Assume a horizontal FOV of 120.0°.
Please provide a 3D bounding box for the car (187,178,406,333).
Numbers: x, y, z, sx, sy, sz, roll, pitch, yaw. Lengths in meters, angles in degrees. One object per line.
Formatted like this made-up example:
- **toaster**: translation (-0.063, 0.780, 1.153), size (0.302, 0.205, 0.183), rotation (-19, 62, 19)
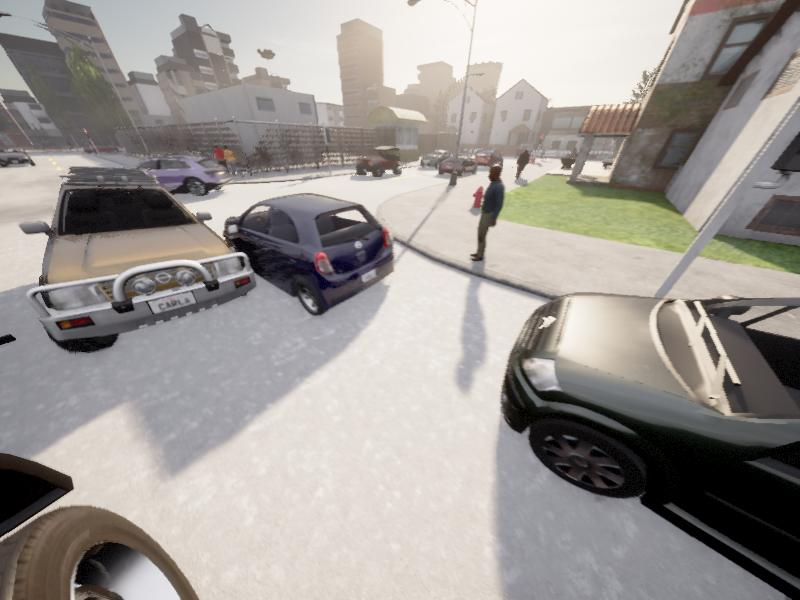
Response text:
- **car**: translation (-1.916, -1.197, 4.365), size (3.633, 1.501, 1.845), rotation (24, 41, 30)

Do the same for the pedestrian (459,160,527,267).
- **pedestrian**: translation (1.745, -1.692, 4.632), size (0.751, 1.860, 0.751), rotation (5, 35, 6)

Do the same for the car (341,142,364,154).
- **car**: translation (-9.000, -29.165, 44.264), size (1.905, 1.878, 3.866), rotation (24, 41, 30)

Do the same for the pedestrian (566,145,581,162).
- **pedestrian**: translation (23.512, -19.917, 31.356), size (0.751, 1.860, 0.751), rotation (-9, 36, -13)

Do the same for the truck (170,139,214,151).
- **truck**: translation (-44.070, -33.081, 49.230), size (2.390, 2.098, 6.274), rotation (24, 41, 29)

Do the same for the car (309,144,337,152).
- **car**: translation (-16.464, -32.658, 49.592), size (2.033, 1.415, 5.357), rotation (24, 41, 30)

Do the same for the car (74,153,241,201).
- **car**: translation (-10.826, -5.872, 10.883), size (4.856, 1.649, 2.033), rotation (-5, 38, -8)

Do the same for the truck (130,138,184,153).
- **truck**: translation (-44.884, -28.717, 42.905), size (2.390, 2.098, 6.274), rotation (24, 41, 30)

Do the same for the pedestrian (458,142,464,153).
- **pedestrian**: translation (12.791, -32.073, 48.549), size (0.751, 1.860, 0.751), rotation (28, 43, 34)

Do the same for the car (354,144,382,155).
- **car**: translation (-5.749, -27.453, 42.030), size (2.242, 1.667, 4.611), rotation (24, 41, 30)

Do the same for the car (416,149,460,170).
- **car**: translation (3.954, -14.260, 23.378), size (2.128, 1.511, 4.902), rotation (24, 41, 30)

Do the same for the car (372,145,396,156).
- **car**: translation (-2.785, -26.608, 40.980), size (1.816, 1.474, 4.193), rotation (24, 41, 30)

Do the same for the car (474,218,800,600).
- **car**: translation (2.858, 0.891, 1.363), size (3.988, 1.617, 1.851), rotation (24, 41, 30)

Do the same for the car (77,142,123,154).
- **car**: translation (-48.878, -24.910, 37.762), size (1.851, 1.617, 3.988), rotation (4, 35, 5)

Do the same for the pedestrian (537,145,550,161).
- **pedestrian**: translation (19.302, -19.770, 31.080), size (0.751, 1.860, 0.751), rotation (2, 35, 2)

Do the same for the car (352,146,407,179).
- **car**: translation (-1.437, -10.459, 17.454), size (1.905, 1.878, 3.866), rotation (24, 41, 30)

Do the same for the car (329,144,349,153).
- **car**: translation (-12.499, -31.243, 47.507), size (1.845, 1.501, 3.633), rotation (24, 41, 30)

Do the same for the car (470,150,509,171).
- **car**: translation (9.160, -14.329, 23.556), size (2.007, 1.525, 4.514), rotation (24, 41, 30)

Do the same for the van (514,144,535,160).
- **van**: translation (20.092, -24.142, 37.533), size (1.775, 1.987, 4.442), rotation (7, 35, 10)

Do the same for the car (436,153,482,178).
- **car**: translation (4.919, -11.138, 19.005), size (1.994, 1.385, 4.181), rotation (23, 40, 29)

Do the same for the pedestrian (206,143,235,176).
- **pedestrian**: translation (-12.196, -9.541, 15.719), size (0.751, 1.860, 0.751), rotation (21, 40, 27)

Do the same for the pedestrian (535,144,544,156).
- **pedestrian**: translation (26.482, -28.457, 43.774), size (0.751, 1.860, 0.751), rotation (24, 41, 29)

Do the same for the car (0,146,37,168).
- **car**: translation (-34.533, -12.793, 20.608), size (4.193, 1.474, 1.816), rotation (24, 41, 30)

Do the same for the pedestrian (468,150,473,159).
- **pedestrian**: translation (10.174, -20.914, 33.247), size (0.500, 1.100, 0.500), rotation (3, 35, 3)

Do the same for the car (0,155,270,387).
- **car**: translation (-4.417, -1.101, 3.925), size (4.605, 1.855, 1.932), rotation (29, 38, 32)

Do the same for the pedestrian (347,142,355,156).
- **pedestrian**: translation (-7.764, -23.896, 36.579), size (0.751, 1.860, 0.751), rotation (15, 37, 20)

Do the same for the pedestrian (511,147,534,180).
- **pedestrian**: translation (8.275, -9.226, 15.643), size (0.751, 1.860, 0.751), rotation (24, 41, 30)

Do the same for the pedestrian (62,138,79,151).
- **pedestrian**: translation (-57.193, -26.942, 40.104), size (0.751, 1.860, 0.751), rotation (18, 38, 23)

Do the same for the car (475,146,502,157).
- **car**: translation (16.598, -28.074, 43.611), size (1.816, 1.474, 4.193), rotation (-27, 44, -34)

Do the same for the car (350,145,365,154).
- **car**: translation (-7.812, -27.845, 42.744), size (1.481, 1.379, 2.207), rotation (24, 41, 30)

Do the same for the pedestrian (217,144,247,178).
- **pedestrian**: translation (-10.944, -9.096, 15.099), size (0.751, 1.860, 0.751), rotation (10, 36, 13)
